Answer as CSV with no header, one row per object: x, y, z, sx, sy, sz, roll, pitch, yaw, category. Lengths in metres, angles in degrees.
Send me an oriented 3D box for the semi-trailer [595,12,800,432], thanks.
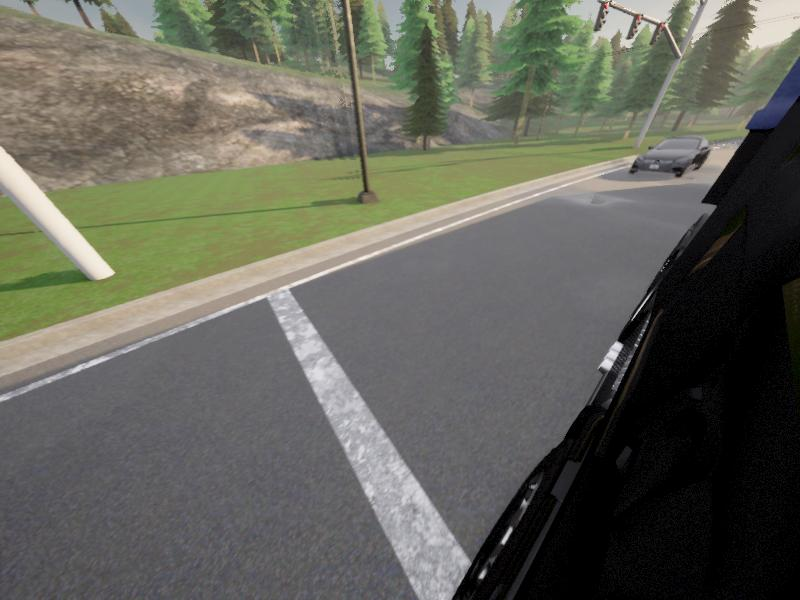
8.882,-3.460,4.056,14.254,4.402,2.717,-26,42,-28,semi-trailer

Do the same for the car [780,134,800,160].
23.360,-8.707,12.603,3.705,1.549,1.789,-21,40,-23,car

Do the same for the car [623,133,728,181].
12.855,-6.778,10.793,4.674,1.442,1.812,-24,41,-26,car

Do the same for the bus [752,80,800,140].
39.591,-17.718,21.435,10.273,4.253,3.944,-18,39,-19,bus

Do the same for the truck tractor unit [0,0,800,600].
2.645,-0.295,0.352,6.516,4.208,3.053,-28,44,-30,truck tractor unit
